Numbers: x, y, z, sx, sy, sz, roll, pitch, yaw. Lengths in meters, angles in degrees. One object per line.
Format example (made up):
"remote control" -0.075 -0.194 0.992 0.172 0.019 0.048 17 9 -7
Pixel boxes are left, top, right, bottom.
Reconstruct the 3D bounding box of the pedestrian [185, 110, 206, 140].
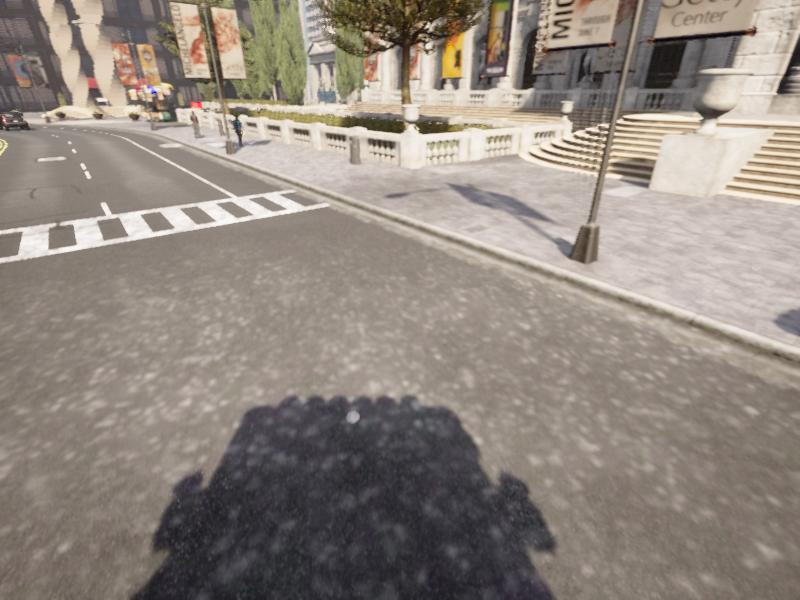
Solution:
"pedestrian" -14.390 -12.327 28.135 0.751 1.860 0.751 -21 34 -34

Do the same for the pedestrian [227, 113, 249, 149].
"pedestrian" -9.476 -9.937 23.477 0.751 1.860 0.751 -16 31 -28

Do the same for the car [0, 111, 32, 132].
"car" -37.175 -17.164 38.286 3.988 1.617 1.851 21 34 35
